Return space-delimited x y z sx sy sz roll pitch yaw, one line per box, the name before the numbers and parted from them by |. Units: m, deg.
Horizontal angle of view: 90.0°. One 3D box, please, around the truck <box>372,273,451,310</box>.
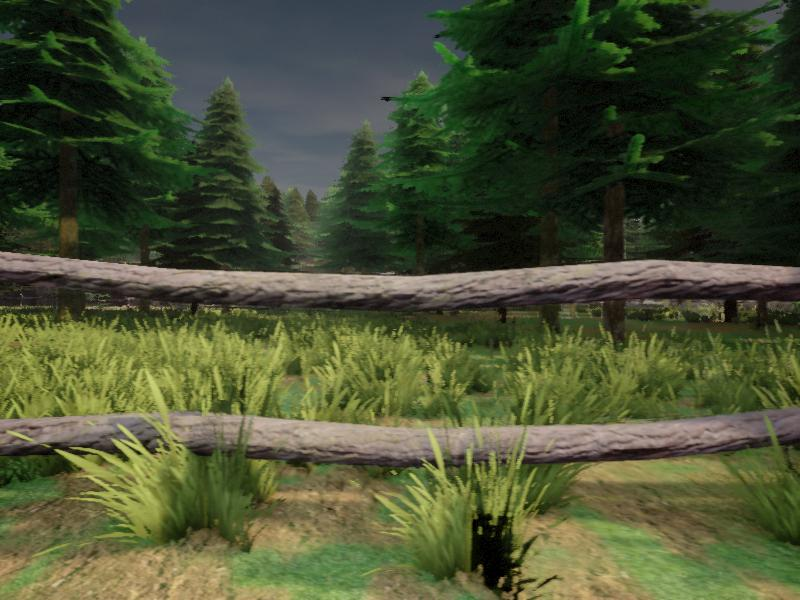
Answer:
truck | 1.345 -0.888 45.146 8.468 3.827 2.891 0 0 -25
